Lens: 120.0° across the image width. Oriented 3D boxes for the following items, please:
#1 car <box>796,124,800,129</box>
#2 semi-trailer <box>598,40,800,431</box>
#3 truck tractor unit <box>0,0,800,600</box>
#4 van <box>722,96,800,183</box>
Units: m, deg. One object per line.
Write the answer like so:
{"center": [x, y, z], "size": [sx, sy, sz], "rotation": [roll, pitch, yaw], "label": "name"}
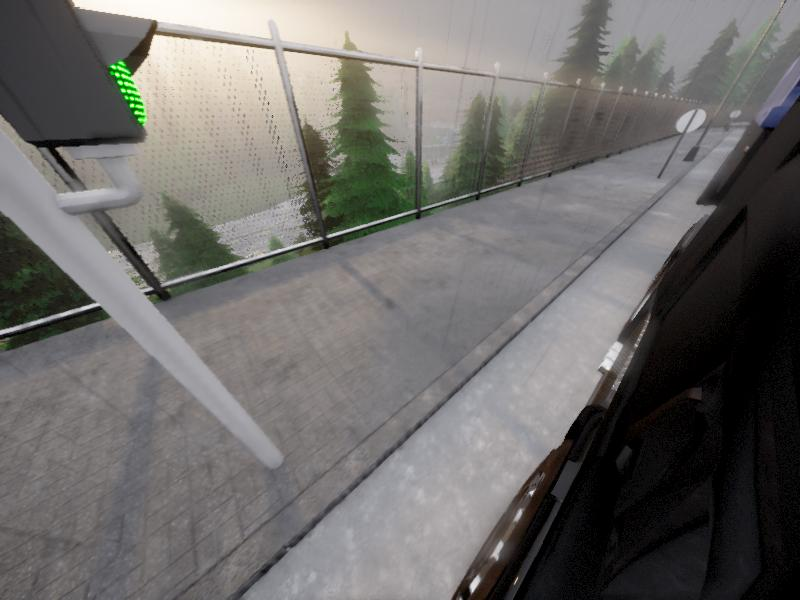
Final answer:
{"center": [57.386, -24.215, 31.176], "size": [5.027, 1.651, 2.152], "rotation": [-13, 37, -13], "label": "car"}
{"center": [8.698, -3.599, 4.238], "size": [14.254, 4.402, 2.717], "rotation": [-28, 44, -30], "label": "semi-trailer"}
{"center": [2.645, -0.295, 0.351], "size": [6.516, 4.208, 3.053], "rotation": [-28, 44, -30], "label": "truck tractor unit"}
{"center": [16.538, -7.005, 9.884], "size": [5.915, 2.561, 1.988], "rotation": [-28, 44, -30], "label": "van"}
